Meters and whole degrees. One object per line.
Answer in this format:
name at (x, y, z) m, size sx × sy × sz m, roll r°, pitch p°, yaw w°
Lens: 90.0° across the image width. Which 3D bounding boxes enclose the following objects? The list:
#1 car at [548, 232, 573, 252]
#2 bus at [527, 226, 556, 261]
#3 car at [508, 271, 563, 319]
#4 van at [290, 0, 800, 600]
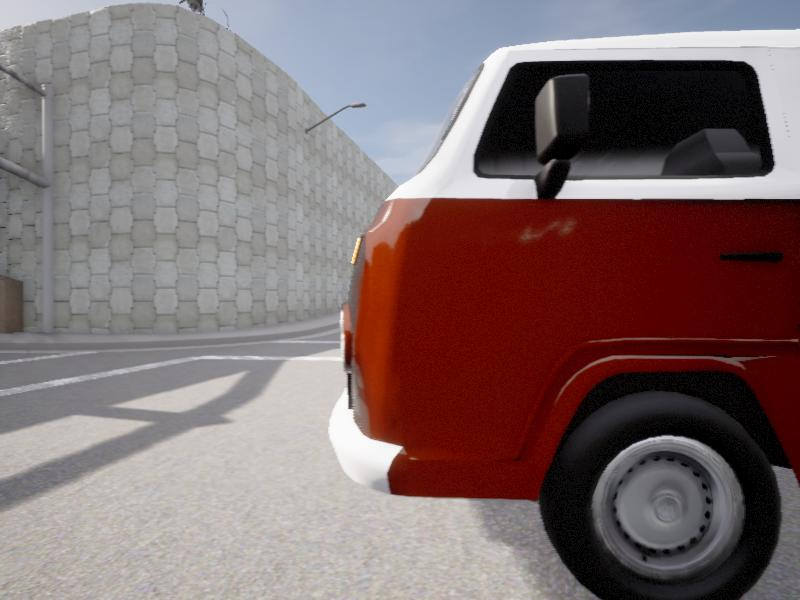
car at (15.806, -5.808, 39.610) m, size 1.851 × 1.617 × 3.988 m, roll 1°, pitch 13°, yaw 16°
bus at (23.282, -9.145, 66.347) m, size 3.944 × 4.253 × 10.273 m, roll 0°, pitch 0°, yaw 16°
car at (5.469, -0.329, 16.279) m, size 1.812 × 1.442 × 4.674 m, roll 0°, pitch 7°, yaw 18°
van at (1.961, -0.030, 2.051) m, size 4.480 × 2.038 × 2.069 m, roll 0°, pitch 0°, yaw -1°
